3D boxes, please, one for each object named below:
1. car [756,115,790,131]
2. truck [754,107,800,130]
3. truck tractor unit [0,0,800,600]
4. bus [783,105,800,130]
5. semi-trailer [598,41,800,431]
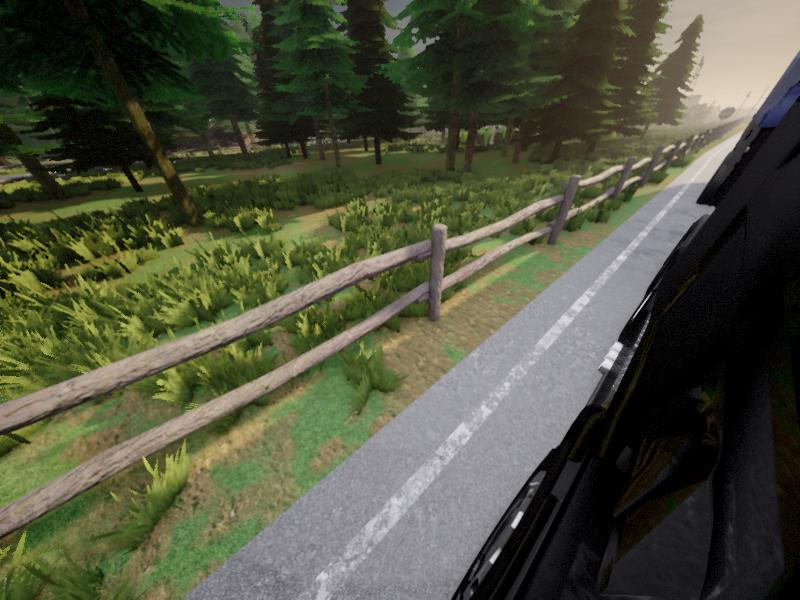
[{"bbox_3d":[51.303,-24.332,31.816,3.988,1.617,1.851,-27,43,-29],"label":"car"},{"bbox_3d":[56.696,-27.395,34.878,5.204,2.467,2.627,-27,43,-29],"label":"truck"},{"bbox_3d":[2.645,-0.295,0.351,6.516,4.208,3.053,-28,44,-30],"label":"truck tractor unit"},{"bbox_3d":[58.207,-26.305,31.833,10.273,4.253,3.944,-27,43,-29],"label":"bus"},{"bbox_3d":[8.689,-3.605,4.247,14.254,4.402,2.717,-28,44,-30],"label":"semi-trailer"}]
